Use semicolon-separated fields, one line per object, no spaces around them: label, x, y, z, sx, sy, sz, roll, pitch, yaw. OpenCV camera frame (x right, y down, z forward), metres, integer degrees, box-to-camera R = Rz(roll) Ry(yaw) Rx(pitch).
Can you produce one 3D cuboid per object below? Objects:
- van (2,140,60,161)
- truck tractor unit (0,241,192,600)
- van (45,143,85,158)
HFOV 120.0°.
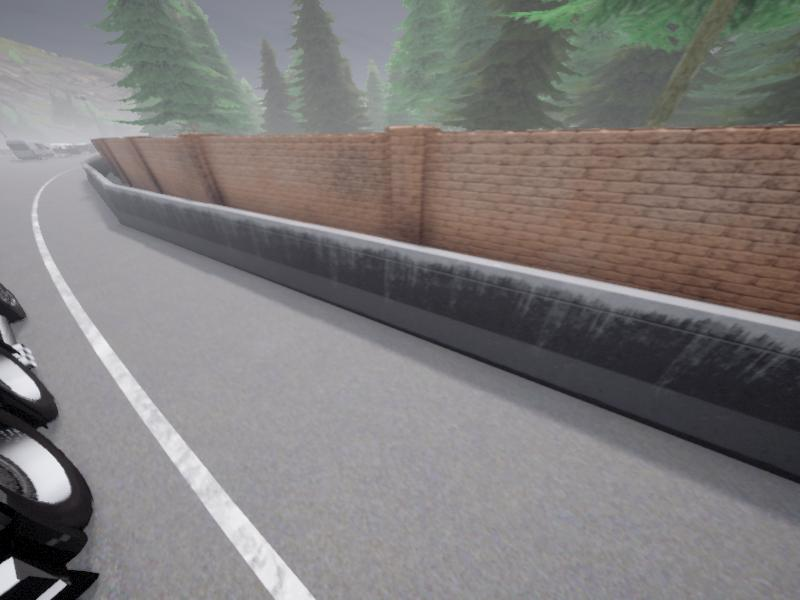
van;-55.587;-22.738;35.022;1.988;2.561;5.915;-20;40;-26
truck tractor unit;-5.069;-0.340;0.843;6.516;4.208;3.053;20;39;26
van;-60.364;-27.059;41.736;2.069;2.038;4.480;-17;38;-23
